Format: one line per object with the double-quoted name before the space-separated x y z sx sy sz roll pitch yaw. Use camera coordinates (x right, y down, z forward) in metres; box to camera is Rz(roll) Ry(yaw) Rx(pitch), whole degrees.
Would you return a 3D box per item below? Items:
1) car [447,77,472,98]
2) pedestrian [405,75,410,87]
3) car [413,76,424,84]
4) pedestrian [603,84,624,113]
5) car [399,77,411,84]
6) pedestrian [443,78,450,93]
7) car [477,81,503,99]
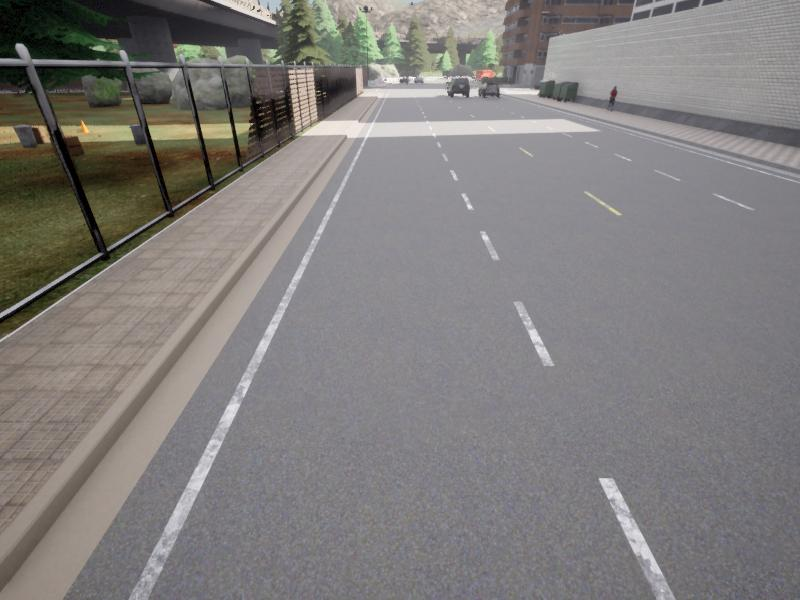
"car" 7.081 -25.675 48.296 2.150 2.045 5.566 0 30 0
"pedestrian" 1.305 -39.878 72.932 0.751 1.860 0.751 -4 30 -7
"car" 4.025 -47.753 86.907 1.816 1.474 4.193 4 30 7
"pedestrian" 15.686 -14.848 29.470 0.751 1.860 0.751 2 30 3
"car" 1.140 -49.380 89.888 1.895 1.301 4.718 7 31 12
"pedestrian" 6.562 -30.302 56.514 0.751 1.860 0.751 2 30 3
"car" 10.580 -24.930 47.430 2.033 1.649 4.856 0 30 0
